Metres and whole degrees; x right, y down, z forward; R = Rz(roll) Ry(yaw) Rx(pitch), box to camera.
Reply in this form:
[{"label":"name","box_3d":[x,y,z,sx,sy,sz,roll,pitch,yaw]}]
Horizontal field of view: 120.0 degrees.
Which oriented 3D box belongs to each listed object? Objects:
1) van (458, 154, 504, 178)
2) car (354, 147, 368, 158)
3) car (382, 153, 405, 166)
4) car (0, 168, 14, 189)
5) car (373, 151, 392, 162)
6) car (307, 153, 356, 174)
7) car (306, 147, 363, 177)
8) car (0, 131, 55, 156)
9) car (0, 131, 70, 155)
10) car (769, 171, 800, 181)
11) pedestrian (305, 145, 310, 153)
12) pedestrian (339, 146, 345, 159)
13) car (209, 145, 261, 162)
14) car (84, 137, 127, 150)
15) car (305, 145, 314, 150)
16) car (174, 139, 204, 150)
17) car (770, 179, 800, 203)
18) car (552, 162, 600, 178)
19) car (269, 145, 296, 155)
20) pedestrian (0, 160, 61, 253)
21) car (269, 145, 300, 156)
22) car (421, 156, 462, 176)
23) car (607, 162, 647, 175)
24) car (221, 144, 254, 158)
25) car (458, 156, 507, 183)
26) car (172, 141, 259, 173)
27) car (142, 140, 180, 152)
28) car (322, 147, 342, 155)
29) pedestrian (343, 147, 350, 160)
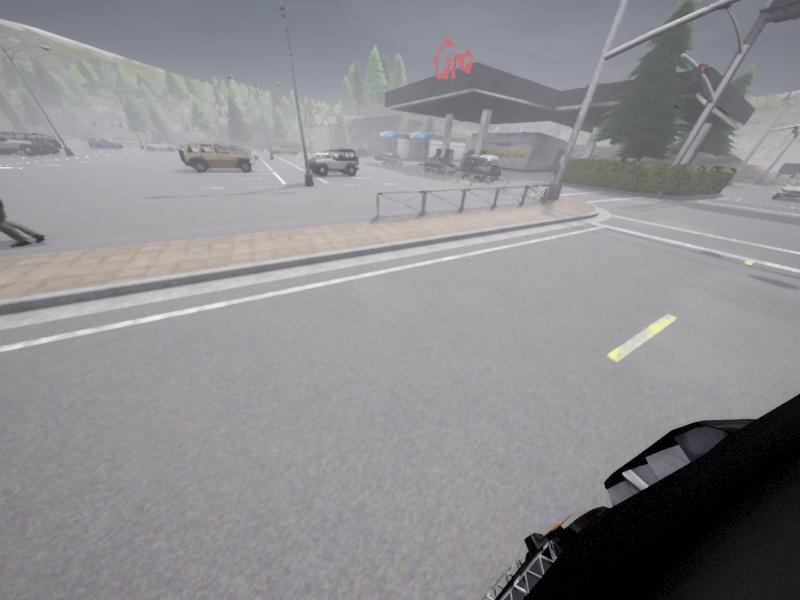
[{"label":"van","box_3d":[9.058,-15.343,26.350,2.069,2.038,4.480,-15,37,-25]},{"label":"car","box_3d":[-9.028,-34.219,53.652,1.905,1.878,3.866,-15,37,-25]},{"label":"car","box_3d":[-1.102,-21.704,35.709,1.970,1.475,3.806,-15,37,-25]},{"label":"car","box_3d":[-19.043,-4.801,8.425,4.514,1.523,2.007,-15,38,-25]},{"label":"car","box_3d":[-3.461,-28.227,45.345,2.007,1.525,4.514,-15,37,-25]},{"label":"car","box_3d":[-6.255,-12.613,21.311,3.806,1.475,1.970,-15,38,-25]},{"label":"car","box_3d":[-5.170,-11.044,18.506,3.866,1.878,1.905,-15,38,-25]},{"label":"car","box_3d":[-36.542,-14.669,21.618,3.866,1.878,1.905,-15,38,-25]},{"label":"car","box_3d":[-38.309,-16.006,23.542,4.605,1.855,1.932,-15,38,-25]},{"label":"car","box_3d":[81.082,-25.556,47.682,1.882,1.535,5.008,-15,37,-25]},{"label":"pedestrian","box_3d":[-24.199,-39.337,60.227,0.751,1.860,0.751,-14,37,-24]},{"label":"pedestrian","box_3d":[-10.544,-26.869,42.135,0.751,1.860,0.751,-15,37,-25]},{"label":"car","box_3d":[-19.050,-17.031,26.909,4.514,1.523,2.007,-15,38,-25]},{"label":"car","box_3d":[-47.188,-25.093,37.108,3.633,1.501,1.845,-15,38,-25]},{"label":"car","box_3d":[-35.291,-59.260,89.811,1.789,1.549,3.705,-26,43,-36]},{"label":"car","box_3d":[-48.441,-35.865,53.180,4.605,1.855,1.932,-16,38,-26]},{"label":"car","box_3d":[32.413,-8.831,18.632,4.674,1.442,1.812,-15,36,-25]},{"label":"car","box_3d":[24.804,-18.485,32.743,2.242,1.667,4.611,-15,38,-25]},{"label":"car","box_3d":[-24.430,-31.289,48.129,4.514,1.523,2.007,-15,38,-25]},{"label":"pedestrian","box_3d":[-8.032,-1.948,4.462,0.751,1.860,0.751,-15,38,-25]},{"label":"car","box_3d":[-22.867,-29.742,45.892,5.027,1.636,2.152,-15,38,-25]},{"label":"car","box_3d":[4.672,-15.723,26.967,2.033,1.649,4.856,-15,37,-25]},{"label":"car","box_3d":[41.660,-24.263,42.512,2.097,1.767,4.553,-15,37,-24]},{"label":"car","box_3d":[-23.846,-22.016,34.121,3.633,1.501,1.845,-15,38,-25]},{"label":"car","box_3d":[7.764,-12.599,22.241,1.905,1.878,3.866,-15,37,-25]},{"label":"car","box_3d":[-13.639,-10.807,17.545,4.605,1.855,1.932,-15,38,-25]},{"label":"car","box_3d":[-39.259,-25.352,38.117,3.806,1.475,1.970,-15,38,-25]},{"label":"car","box_3d":[-19.084,-41.643,64.488,4.792,1.488,2.163,13,35,15]},{"label":"pedestrian","box_3d":[-9.349,-25.601,40.309,0.751,1.860,0.751,-13,37,-22]}]
